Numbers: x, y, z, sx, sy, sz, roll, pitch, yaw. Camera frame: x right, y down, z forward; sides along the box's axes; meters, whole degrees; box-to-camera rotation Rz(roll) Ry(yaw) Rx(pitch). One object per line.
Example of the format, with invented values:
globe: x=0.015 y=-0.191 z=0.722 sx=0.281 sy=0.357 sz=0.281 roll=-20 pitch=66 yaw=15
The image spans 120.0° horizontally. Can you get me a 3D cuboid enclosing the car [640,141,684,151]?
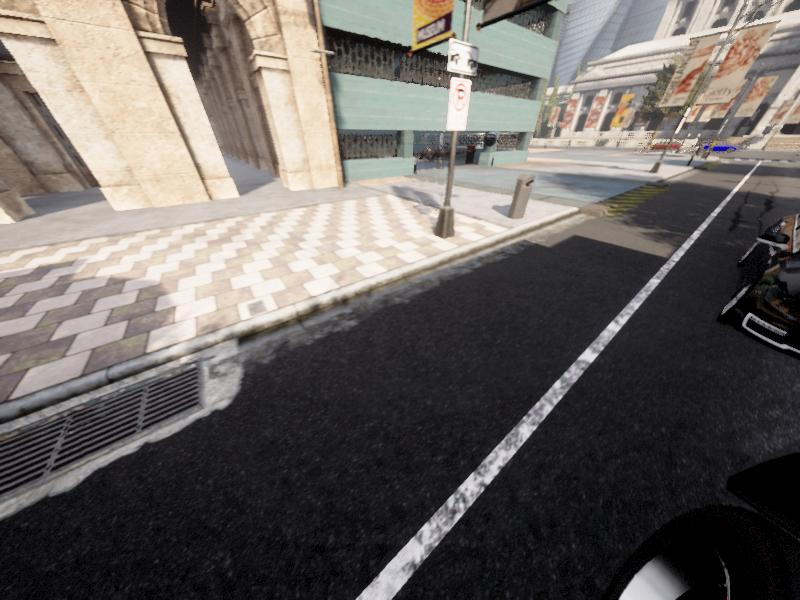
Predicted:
car: x=47.142 y=-27.812 z=41.670 sx=2.163 sy=1.488 sz=4.792 roll=-23 pitch=41 yaw=-29

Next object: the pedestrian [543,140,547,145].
pedestrian: x=40.434 y=-43.844 z=64.447 sx=0.500 sy=1.100 sz=0.500 roll=-17 pitch=38 yaw=-22

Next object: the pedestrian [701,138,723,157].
pedestrian: x=37.101 y=-18.185 z=27.470 sx=0.751 sy=1.860 sz=0.751 roll=-24 pitch=42 yaw=-30

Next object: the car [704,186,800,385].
car: x=6.485 y=-0.429 z=3.167 sx=4.892 sy=1.490 sz=1.837 roll=-23 pitch=41 yaw=-29

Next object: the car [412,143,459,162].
car: x=3.952 y=-16.260 z=25.387 sx=4.902 sy=1.511 sz=2.128 roll=-23 pitch=41 yaw=-29

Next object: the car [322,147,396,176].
car: x=-2.910 y=-10.316 z=17.087 sx=4.786 sy=1.482 sz=2.161 roll=-23 pitch=41 yaw=-29

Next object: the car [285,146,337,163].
car: x=-9.481 y=-15.772 z=24.948 sx=4.718 sy=1.301 sz=1.895 roll=-23 pitch=41 yaw=-29

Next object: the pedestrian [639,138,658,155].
pedestrian: x=33.067 y=-20.488 z=30.760 sx=0.751 sy=1.860 sz=0.751 roll=-15 pitch=38 yaw=-20

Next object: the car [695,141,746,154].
car: x=48.636 y=-23.230 z=35.163 sx=1.816 sy=1.474 sz=4.193 roll=-23 pitch=41 yaw=-29
